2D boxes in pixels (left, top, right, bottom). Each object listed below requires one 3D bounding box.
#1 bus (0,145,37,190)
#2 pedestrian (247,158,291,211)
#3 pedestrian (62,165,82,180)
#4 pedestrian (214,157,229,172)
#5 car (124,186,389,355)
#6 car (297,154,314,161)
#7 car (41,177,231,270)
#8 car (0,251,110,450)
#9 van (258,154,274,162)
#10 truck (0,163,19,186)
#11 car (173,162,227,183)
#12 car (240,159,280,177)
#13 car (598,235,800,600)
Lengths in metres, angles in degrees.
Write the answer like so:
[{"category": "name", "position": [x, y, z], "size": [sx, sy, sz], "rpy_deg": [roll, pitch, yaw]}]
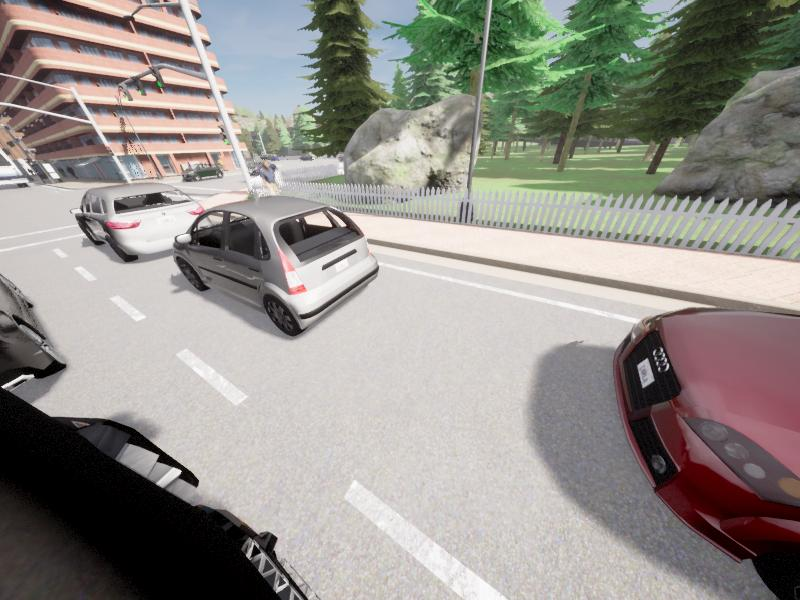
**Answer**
[{"category": "bus", "position": [-49.466, -15.794, 27.740], "size": [10.273, 4.253, 3.944], "rpy_deg": [16, 38, 27]}, {"category": "pedestrian", "position": [-5.328, -4.749, 9.515], "size": [0.751, 1.860, 0.751], "rpy_deg": [16, 38, 27]}, {"category": "pedestrian", "position": [-48.413, -18.831, 34.073], "size": [0.751, 1.860, 0.751], "rpy_deg": [12, 37, 22]}, {"category": "pedestrian", "position": [-25.088, -19.058, 32.504], "size": [0.751, 1.860, 0.751], "rpy_deg": [3, 34, 9]}, {"category": "car", "position": [-2.423, -0.928, 4.082], "size": [3.988, 1.617, 1.851], "rpy_deg": [16, 38, 27]}, {"category": "car", "position": [-24.711, -37.081, 60.264], "size": [4.892, 1.490, 1.837], "rpy_deg": [26, 43, 36]}, {"category": "car", "position": [-7.776, -2.546, 6.878], "size": [4.611, 1.667, 2.242], "rpy_deg": [17, 38, 27]}, {"category": "car", "position": [-6.015, 0.308, 2.586], "size": [4.902, 1.511, 2.128], "rpy_deg": [16, 38, 27]}, {"category": "van", "position": [-40.265, -42.599, 69.345], "size": [4.442, 1.987, 1.775], "rpy_deg": [17, 38, 27]}, {"category": "truck", "position": [-60.299, -18.897, 33.632], "size": [8.468, 3.827, 2.891], "rpy_deg": [16, 38, 27]}, {"category": "car", "position": [-21.157, -13.657, 24.660], "size": [1.789, 1.549, 3.705], "rpy_deg": [9, 35, 17]}, {"category": "car", "position": [-16.471, -15.681, 27.414], "size": [1.970, 1.475, 3.806], "rpy_deg": [4, 34, 10]}, {"category": "car", "position": [3.739, 0.999, 0.917], "size": [4.181, 1.385, 1.994], "rpy_deg": [18, 39, 28]}]
